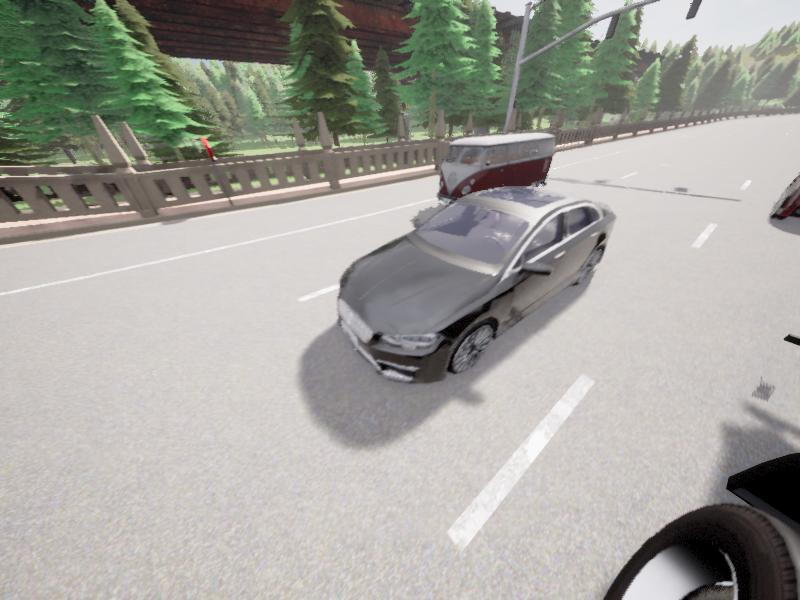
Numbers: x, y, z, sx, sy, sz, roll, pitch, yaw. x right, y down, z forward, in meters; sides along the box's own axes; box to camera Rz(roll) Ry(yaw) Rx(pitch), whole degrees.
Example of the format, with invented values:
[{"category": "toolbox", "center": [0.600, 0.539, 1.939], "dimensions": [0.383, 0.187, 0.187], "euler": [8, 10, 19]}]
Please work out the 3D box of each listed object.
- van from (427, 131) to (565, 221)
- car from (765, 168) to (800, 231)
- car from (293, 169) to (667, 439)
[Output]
[{"category": "van", "center": [3.219, -4.387, 7.838], "dimensions": [4.442, 1.987, 1.775], "euler": [-25, 42, -27]}, {"category": "car", "center": [11.162, -2.712, 5.522], "dimensions": [4.181, 1.385, 1.994], "euler": [-25, 42, -27]}, {"category": "car", "center": [1.423, -0.748, 3.485], "dimensions": [4.902, 1.511, 2.128], "euler": [-25, 42, -27]}]
